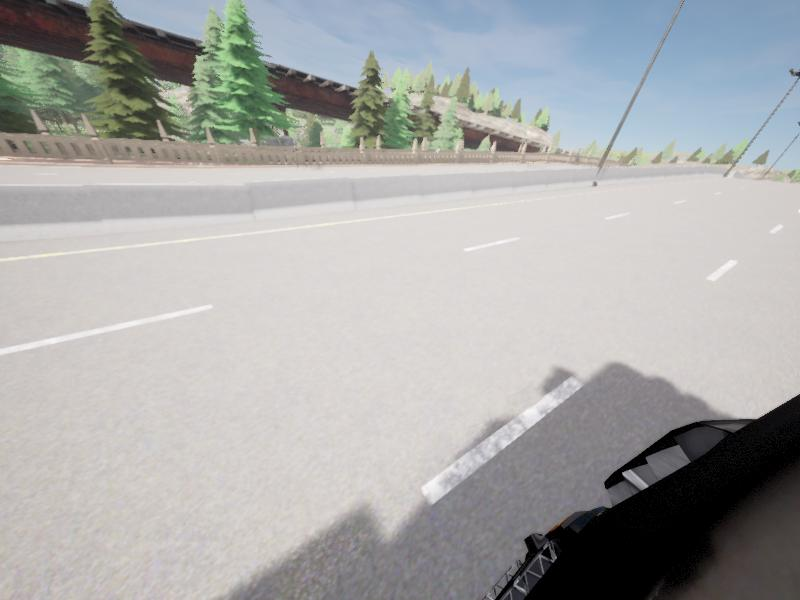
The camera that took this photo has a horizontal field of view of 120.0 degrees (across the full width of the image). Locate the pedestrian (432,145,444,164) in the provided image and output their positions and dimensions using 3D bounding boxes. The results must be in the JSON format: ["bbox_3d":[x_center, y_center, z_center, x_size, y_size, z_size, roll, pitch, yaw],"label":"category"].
[{"bbox_3d":[4.712,-18.161,28.793,0.751,1.860,0.751,-11,36,-29],"label":"pedestrian"}]
